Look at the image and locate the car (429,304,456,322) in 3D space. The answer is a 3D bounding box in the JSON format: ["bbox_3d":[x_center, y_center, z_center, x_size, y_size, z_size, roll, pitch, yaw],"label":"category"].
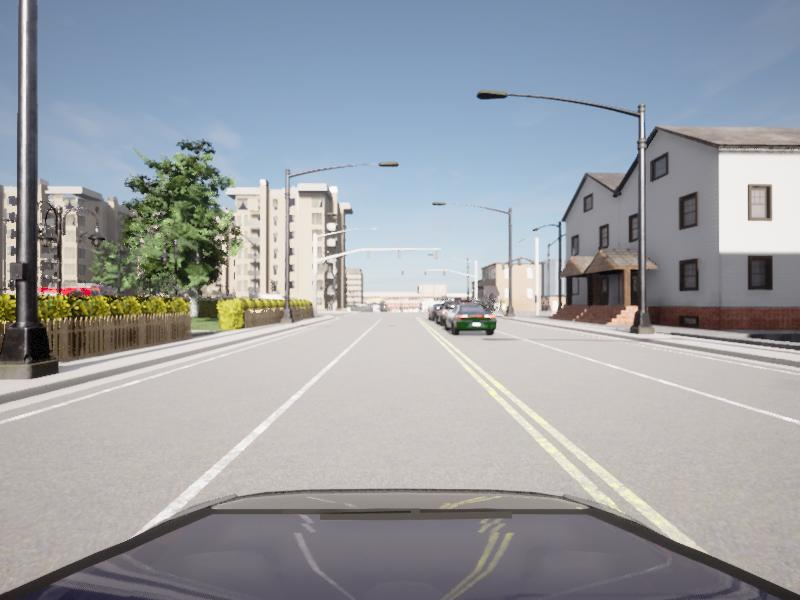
[{"bbox_3d":[3.484,1.039,33.716,1.812,1.442,4.674,0,0,0],"label":"car"}]

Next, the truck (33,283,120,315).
[{"bbox_3d":[-39.889,-0.074,49.506,8.468,3.827,2.891,0,0,2],"label":"truck"}]

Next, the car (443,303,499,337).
[{"bbox_3d":[3.488,0.932,20.653,2.038,1.542,4.974,0,0,0],"label":"car"}]

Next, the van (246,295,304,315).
[{"bbox_3d":[-15.230,0.622,48.948,6.366,2.431,2.351,0,0,1],"label":"van"}]

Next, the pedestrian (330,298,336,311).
[{"bbox_3d":[-10.338,0.695,61.405,0.751,1.860,0.751,0,0,-26],"label":"pedestrian"}]

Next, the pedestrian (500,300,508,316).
[{"bbox_3d":[12.051,0.955,46.272,0.751,1.860,0.751,0,0,1],"label":"pedestrian"}]

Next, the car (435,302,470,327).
[{"bbox_3d":[3.487,0.925,27.152,1.851,1.617,3.988,0,0,0],"label":"car"}]

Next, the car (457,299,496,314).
[{"bbox_3d":[9.852,0.870,51.588,4.605,1.855,1.932,1,0,-9],"label":"car"}]
